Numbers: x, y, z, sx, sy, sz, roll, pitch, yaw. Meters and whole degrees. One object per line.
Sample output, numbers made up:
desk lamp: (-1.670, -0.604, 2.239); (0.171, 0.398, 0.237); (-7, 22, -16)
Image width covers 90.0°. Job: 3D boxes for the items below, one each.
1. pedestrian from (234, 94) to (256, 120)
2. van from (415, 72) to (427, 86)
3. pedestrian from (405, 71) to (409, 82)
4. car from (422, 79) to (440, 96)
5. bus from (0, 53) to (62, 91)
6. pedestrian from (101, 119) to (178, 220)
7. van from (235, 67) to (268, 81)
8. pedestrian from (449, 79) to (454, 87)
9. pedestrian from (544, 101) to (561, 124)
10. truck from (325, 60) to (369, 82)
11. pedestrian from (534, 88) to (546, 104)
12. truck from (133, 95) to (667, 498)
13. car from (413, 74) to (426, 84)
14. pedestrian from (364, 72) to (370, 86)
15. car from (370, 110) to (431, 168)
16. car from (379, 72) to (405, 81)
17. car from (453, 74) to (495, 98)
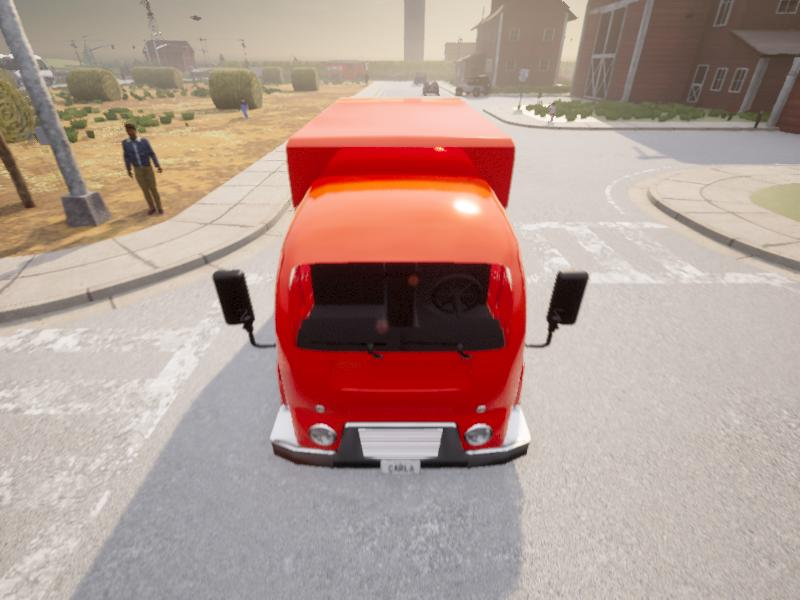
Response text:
pedestrian: (-9.223, -11.475, 23.806); (0.751, 1.300, 0.751); (5, 31, 8)
van: (3.498, -37.074, 67.017); (1.775, 1.987, 4.442); (0, 30, 0)
pedestrian: (1.392, -43.989, 78.857); (0.751, 1.860, 0.751); (-4, 31, -6)
car: (3.494, -24.056, 45.311); (1.789, 1.549, 3.705); (0, 31, 0)
bus: (-54.146, -31.886, 55.905); (3.944, 4.253, 10.273); (2, 31, 3)
pedestrian: (-5.386, -2.731, 8.392); (0.751, 1.860, 0.751); (-10, 32, -16)
van: (-32.025, -48.713, 86.251); (5.915, 2.561, 1.988); (0, 30, 1)
pedestrian: (7.536, -31.668, 58.352); (0.500, 1.100, 0.500); (-4, 31, -7)
pedestrian: (8.458, -10.456, 22.257); (0.500, 1.100, 0.500); (-11, 32, -18)
truck: (-10.806, -47.301, 82.638); (8.468, 3.827, 2.891); (0, 30, 1)
pedestrian: (11.084, -16.136, 31.653); (0.500, 1.100, 0.500); (-12, 32, -19)
truck: (0.001, -0.812, 4.824); (2.627, 2.467, 5.204); (0, 33, 0)
car: (3.496, -40.061, 72.595); (2.163, 1.488, 4.792); (0, 30, 0)
pedestrian: (-5.010, -33.468, 60.655); (0.751, 1.860, 0.751); (3, 31, 4)
car: (-0.004, -6.157, 15.040); (1.994, 1.385, 4.181); (0, 31, 0)
car: (-1.710, -47.855, 85.739); (5.238, 1.638, 1.930); (8, 31, 13)
car: (7.661, -22.291, 41.663); (1.905, 1.878, 3.866); (-30, 40, -32)
